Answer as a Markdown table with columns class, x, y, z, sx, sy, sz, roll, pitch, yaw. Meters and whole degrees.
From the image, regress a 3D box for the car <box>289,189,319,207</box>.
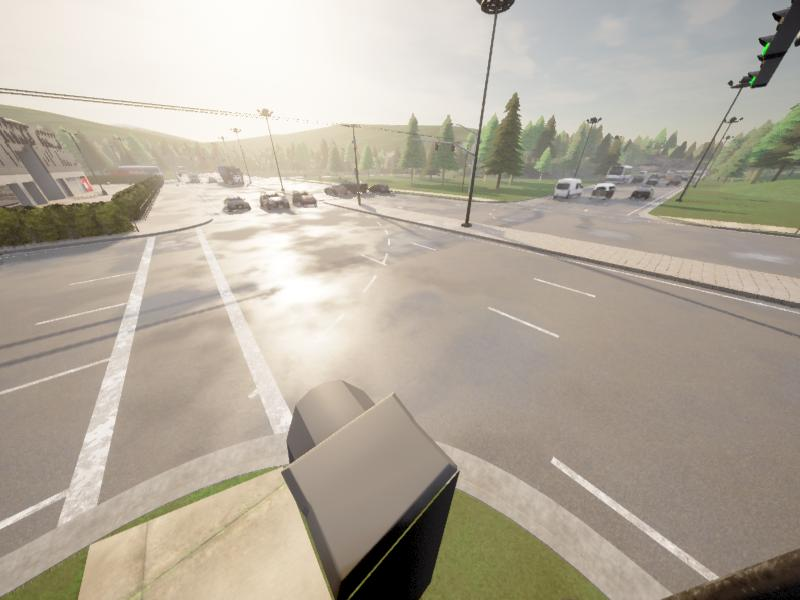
| class | x | y | z | sx | sy | sz | roll | pitch | yaw |
| --- | --- | --- | --- | --- | --- | --- | --- | --- | --- |
| car | -11.676 | -12.429 | 28.027 | 1.851 | 1.617 | 3.988 | -23 | 37 | -34 |

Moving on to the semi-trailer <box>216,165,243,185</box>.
| class | x | y | z | sx | sy | sz | roll | pitch | yaw |
| --- | --- | --- | --- | --- | --- | --- | --- | --- | --- |
| semi-trailer | -46.682 | -34.248 | 63.007 | 2.717 | 4.402 | 14.254 | -23 | 37 | -35 |

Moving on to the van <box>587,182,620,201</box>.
| class | x | y | z | sx | sy | sz | roll | pitch | yaw |
| --- | --- | --- | --- | --- | --- | --- | --- | --- | --- |
| van | 28.724 | -15.316 | 32.599 | 4.480 | 2.038 | 2.069 | -23 | 37 | -34 |

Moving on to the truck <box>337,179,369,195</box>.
| class | x | y | z | sx | sy | sz | roll | pitch | yaw |
| --- | --- | --- | --- | --- | --- | --- | --- | --- | --- |
| truck | -8.188 | -19.445 | 39.686 | 2.390 | 2.098 | 6.274 | -23 | 37 | -34 |

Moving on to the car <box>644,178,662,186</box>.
| class | x | y | z | sx | sy | sz | roll | pitch | yaw |
| --- | --- | --- | --- | --- | --- | --- | --- | --- | --- |
| car | 62.996 | -29.455 | 57.483 | 5.238 | 1.638 | 1.930 | -23 | 37 | -34 |

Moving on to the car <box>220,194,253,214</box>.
| class | x | y | z | sx | sy | sz | roll | pitch | yaw |
| --- | --- | --- | --- | --- | --- | --- | --- | --- | --- |
| car | -17.491 | -10.334 | 24.637 | 1.994 | 1.385 | 4.181 | -23 | 37 | -34 |

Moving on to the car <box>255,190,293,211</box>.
| class | x | y | z | sx | sy | sz | roll | pitch | yaw |
| --- | --- | --- | --- | --- | --- | --- | --- | --- | --- |
| car | -14.141 | -11.193 | 25.825 | 2.242 | 1.667 | 4.611 | -23 | 37 | -34 |

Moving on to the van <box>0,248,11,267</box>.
| class | x | y | z | sx | sy | sz | roll | pitch | yaw |
| --- | --- | --- | --- | --- | --- | --- | --- | --- | --- |
| van | -20.549 | -1.776 | 9.198 | 4.442 | 1.987 | 1.775 | -22 | 37 | -34 |

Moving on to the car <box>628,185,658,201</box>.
| class | x | y | z | sx | sy | sz | roll | pitch | yaw |
| --- | --- | --- | --- | --- | --- | --- | --- | --- | --- |
| car | 35.373 | -15.641 | 33.556 | 5.238 | 1.638 | 1.930 | -23 | 37 | -34 |

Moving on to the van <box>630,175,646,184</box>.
| class | x | y | z | sx | sy | sz | roll | pitch | yaw |
| --- | --- | --- | --- | --- | --- | --- | --- | --- | --- |
| van | 64.198 | -32.388 | 62.215 | 4.442 | 1.987 | 1.775 | -23 | 37 | -34 |

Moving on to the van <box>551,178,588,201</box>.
| class | x | y | z | sx | sy | sz | roll | pitch | yaw |
| --- | --- | --- | --- | --- | --- | --- | --- | --- | --- |
| van | 24.413 | -16.027 | 33.289 | 5.915 | 2.561 | 1.988 | -23 | 37 | -34 |

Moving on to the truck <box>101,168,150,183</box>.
| class | x | y | z | sx | sy | sz | roll | pitch | yaw |
| --- | --- | --- | --- | --- | --- | --- | --- | --- | --- |
| truck | -83.019 | -38.051 | 70.185 | 8.468 | 3.827 | 2.891 | -23 | 37 | -34 |

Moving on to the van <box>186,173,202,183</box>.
| class | x | y | z | sx | sy | sz | roll | pitch | yaw |
| --- | --- | --- | --- | --- | --- | --- | --- | --- | --- |
| van | -59.586 | -35.299 | 66.818 | 2.351 | 2.431 | 6.366 | -23 | 37 | -35 |

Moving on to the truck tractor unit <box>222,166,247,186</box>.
| class | x | y | z | sx | sy | sz | roll | pitch | yaw |
| --- | --- | --- | --- | --- | --- | --- | --- | --- | --- |
| truck tractor unit | -41.497 | -31.172 | 57.881 | 3.053 | 4.208 | 6.516 | -23 | 37 | -35 |

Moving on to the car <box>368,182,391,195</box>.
| class | x | y | z | sx | sy | sz | roll | pitch | yaw |
| --- | --- | --- | --- | --- | --- | --- | --- | --- | --- |
| car | -3.576 | -19.229 | 39.805 | 1.851 | 1.617 | 3.988 | -23 | 37 | -34 |

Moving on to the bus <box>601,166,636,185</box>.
| class | x | y | z | sx | sy | sz | roll | pitch | yaw |
| --- | --- | --- | --- | --- | --- | --- | --- | --- | --- |
| bus | 58.006 | -33.145 | 61.254 | 10.273 | 4.253 | 3.944 | -23 | 37 | -34 |

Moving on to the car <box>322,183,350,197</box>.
| class | x | y | z | sx | sy | sz | roll | pitch | yaw |
| --- | --- | --- | --- | --- | --- | --- | --- | --- | --- |
| car | -10.431 | -17.855 | 37.411 | 2.152 | 1.651 | 5.027 | -23 | 37 | -34 |

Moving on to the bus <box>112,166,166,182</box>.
| class | x | y | z | sx | sy | sz | roll | pitch | yaw |
| --- | --- | --- | --- | --- | --- | --- | --- | --- | --- |
| bus | -82.932 | -40.474 | 73.955 | 10.273 | 4.253 | 3.944 | -23 | 37 | -34 |
